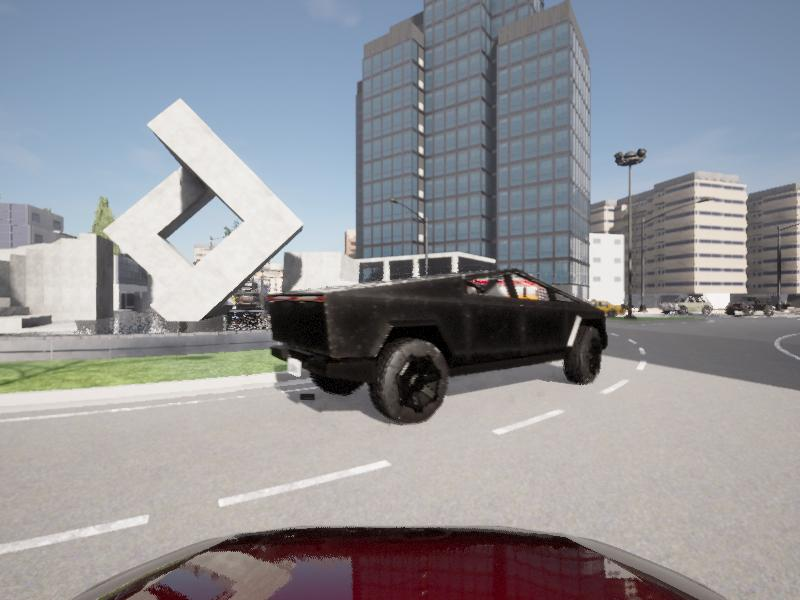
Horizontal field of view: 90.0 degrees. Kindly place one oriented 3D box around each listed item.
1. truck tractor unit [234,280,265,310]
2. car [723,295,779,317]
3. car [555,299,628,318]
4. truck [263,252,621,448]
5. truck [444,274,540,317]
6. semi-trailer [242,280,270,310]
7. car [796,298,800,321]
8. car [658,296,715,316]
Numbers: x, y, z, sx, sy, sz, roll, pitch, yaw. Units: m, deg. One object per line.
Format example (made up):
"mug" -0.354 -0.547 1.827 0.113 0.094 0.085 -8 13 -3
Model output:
"truck tractor unit" -22.060 -0.663 59.015 3.053 4.208 6.516 0 0 -10
"car" 31.890 0.538 36.393 3.866 1.878 1.905 0 0 -14
"car" 16.045 0.707 33.672 5.366 1.575 1.801 0 0 -6
"truck" 1.121 0.523 7.064 6.274 2.098 2.390 0 0 -35
"truck" 8.484 -0.421 37.681 8.468 3.827 2.891 0 0 10
"semi-trailer" -23.793 -0.776 66.730 2.717 4.402 14.254 0 0 -13
"car" 31.655 0.667 28.952 4.611 1.667 2.242 0 0 -16
"car" 28.012 0.538 39.104 4.605 1.855 1.932 0 0 -13
